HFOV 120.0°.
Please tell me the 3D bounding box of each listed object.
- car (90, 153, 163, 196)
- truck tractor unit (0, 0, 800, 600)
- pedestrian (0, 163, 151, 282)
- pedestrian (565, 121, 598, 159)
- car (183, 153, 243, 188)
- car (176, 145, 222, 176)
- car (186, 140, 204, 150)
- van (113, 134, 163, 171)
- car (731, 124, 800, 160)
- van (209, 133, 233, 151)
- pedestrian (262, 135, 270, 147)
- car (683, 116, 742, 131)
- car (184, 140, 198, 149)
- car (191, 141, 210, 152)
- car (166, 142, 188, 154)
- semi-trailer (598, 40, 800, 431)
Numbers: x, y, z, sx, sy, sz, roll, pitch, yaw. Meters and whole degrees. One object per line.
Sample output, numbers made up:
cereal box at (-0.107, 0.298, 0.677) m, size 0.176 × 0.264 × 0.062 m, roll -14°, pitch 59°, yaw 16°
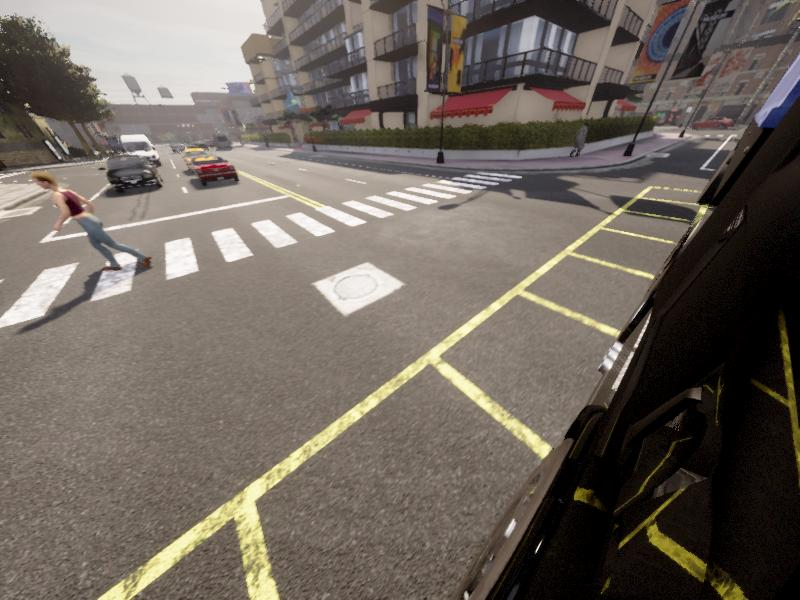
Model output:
car at (-14.887, -7.146, 12.888) m, size 1.837 × 1.490 × 4.892 m, roll -28°, pitch 44°, yaw -30°
truck tractor unit at (2.645, -0.295, 0.351) m, size 6.516 × 4.208 × 3.053 m, roll -28°, pitch 44°, yaw -30°
pedestrian at (-5.805, -1.401, 4.292) m, size 0.751 × 1.860 × 0.751 m, roll -23°, pitch 41°, yaw -25°
pedestrian at (11.328, -10.030, 14.509) m, size 0.751 × 1.860 × 0.751 m, roll -8°, pitch 37°, yaw -7°
car at (-11.202, -7.819, 13.725) m, size 1.895 × 1.301 × 4.718 m, roll -28°, pitch 44°, yaw -30°
car at (-15.679, -10.944, 17.945) m, size 1.801 × 1.575 × 5.366 m, roll -28°, pitch 44°, yaw -30°
car at (-44.281, -33.453, 49.824) m, size 2.038 × 1.542 × 4.974 m, roll -28°, pitch 44°, yaw -30°
van at (-25.089, -14.424, 22.378) m, size 1.988 × 2.561 × 5.915 m, roll -28°, pitch 45°, yaw -30°
car at (22.425, -9.708, 14.070) m, size 5.357 × 1.411 × 2.033 m, roll -28°, pitch 44°, yaw -30°
van at (-34.400, -30.397, 44.329) m, size 1.988 × 2.561 × 5.915 m, roll -28°, pitch 44°, yaw -30°
pedestrian at (-24.858, -29.533, 42.848) m, size 0.751 × 1.860 × 0.751 m, roll -23°, pitch 41°, yaw -25°
car at (48.676, -27.612, 36.186) m, size 2.152 × 1.651 × 5.027 m, roll -22°, pitch 41°, yaw -24°
car at (-50.705, -37.759, 56.034) m, size 1.851 × 1.617 × 3.988 m, roll -28°, pitch 44°, yaw -30°
car at (-37.667, -28.960, 43.483) m, size 1.837 × 1.490 × 4.892 m, roll -28°, pitch 44°, yaw -30°
car at (-39.557, -27.006, 40.974) m, size 2.128 × 1.511 × 4.902 m, roll -28°, pitch 44°, yaw -30°
semi-trailer at (8.694, -3.604, 4.237) m, size 14.254 × 4.402 × 2.717 m, roll -28°, pitch 44°, yaw -30°
